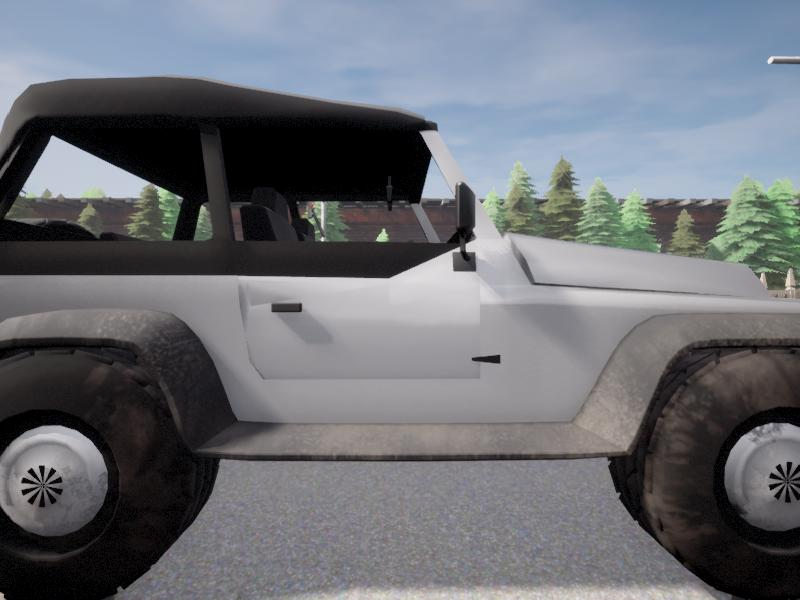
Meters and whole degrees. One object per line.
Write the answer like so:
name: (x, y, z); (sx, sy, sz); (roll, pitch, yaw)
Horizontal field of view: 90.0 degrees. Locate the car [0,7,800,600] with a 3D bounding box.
car: (-0.088, 0.046, 2.186); (3.866, 1.878, 1.905); (0, 0, -1)
